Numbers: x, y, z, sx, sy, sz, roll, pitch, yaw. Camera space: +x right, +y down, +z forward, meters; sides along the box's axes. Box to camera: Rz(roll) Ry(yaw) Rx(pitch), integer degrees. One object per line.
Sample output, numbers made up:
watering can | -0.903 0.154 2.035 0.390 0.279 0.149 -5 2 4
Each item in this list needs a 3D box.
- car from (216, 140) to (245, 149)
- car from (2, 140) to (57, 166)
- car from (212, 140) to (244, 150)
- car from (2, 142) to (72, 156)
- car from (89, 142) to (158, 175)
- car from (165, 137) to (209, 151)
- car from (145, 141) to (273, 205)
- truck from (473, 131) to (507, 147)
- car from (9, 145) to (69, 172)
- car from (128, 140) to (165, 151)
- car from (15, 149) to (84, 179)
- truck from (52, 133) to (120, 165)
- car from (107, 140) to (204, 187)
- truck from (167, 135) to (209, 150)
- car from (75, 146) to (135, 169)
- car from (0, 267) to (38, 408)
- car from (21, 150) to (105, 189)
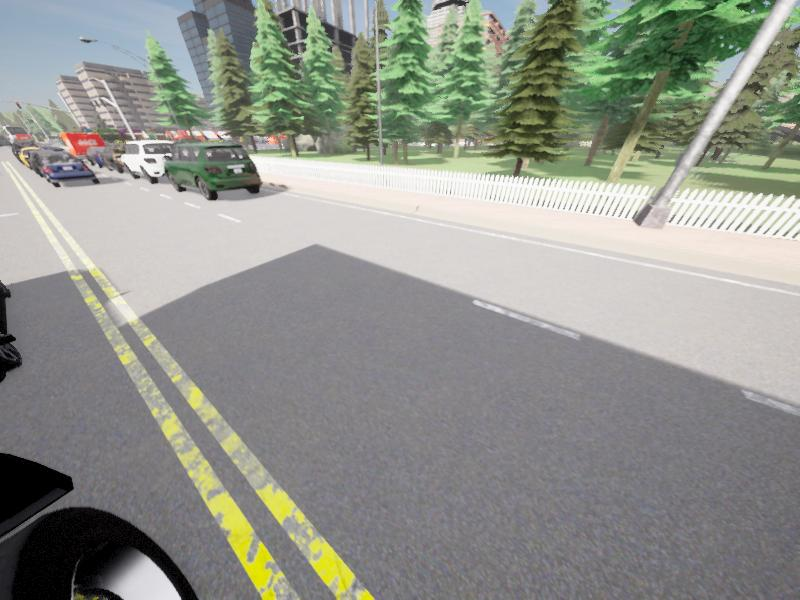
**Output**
car | -38.943 -35.938 53.204 2.033 1.649 4.856 21 40 26
car | -35.501 -14.164 22.128 4.605 1.855 1.932 22 40 27
car | -37.220 -33.711 50.157 2.038 1.542 4.974 21 40 26
car | -50.780 -21.319 32.520 4.792 1.488 2.163 -11 37 -16
car | -20.787 -10.744 17.380 4.605 1.855 1.932 22 40 27
car | -41.279 -30.337 44.891 2.150 2.045 5.566 21 40 26
car | -8.782 -6.032 10.633 5.566 2.045 2.150 22 40 27
truck | 27.477 -49.427 70.832 8.468 3.827 2.891 -3 35 -5
car | -29.693 -11.727 18.969 5.366 1.575 1.801 22 40 27
car | -47.123 -28.776 43.016 1.851 1.617 3.988 22 41 28
car | -23.935 -9.388 15.783 4.193 1.474 1.816 22 40 27
truck | -31.430 -15.228 23.153 5.204 2.467 2.627 22 40 27
car | -14.808 -8.430 13.993 5.566 2.045 2.150 22 40 27
truck | -43.360 -32.369 47.402 2.627 2.467 5.204 21 40 26
car | -26.173 -12.728 20.501 4.792 1.488 2.163 22 40 27
car | -6.035 0.215 2.300 3.806 1.475 1.970 22 41 28
car | -18.723 -7.345 12.852 3.705 1.549 1.789 22 40 27
